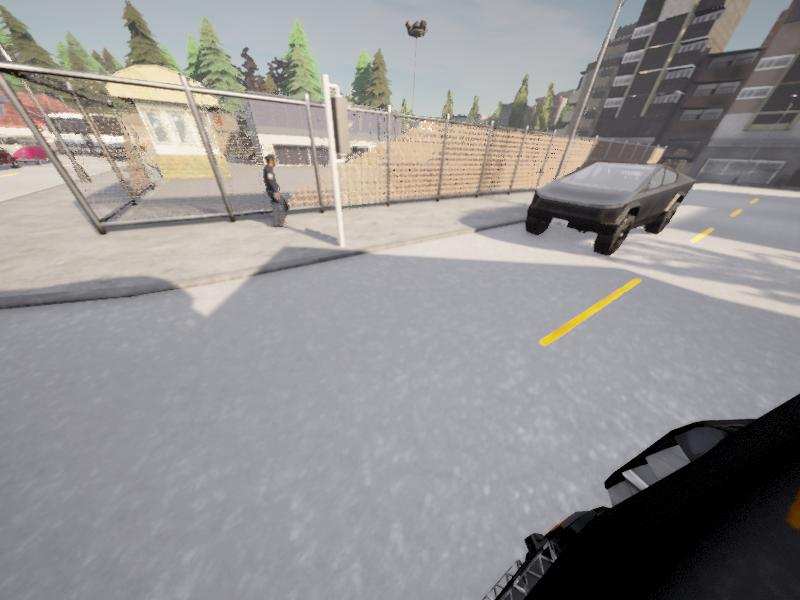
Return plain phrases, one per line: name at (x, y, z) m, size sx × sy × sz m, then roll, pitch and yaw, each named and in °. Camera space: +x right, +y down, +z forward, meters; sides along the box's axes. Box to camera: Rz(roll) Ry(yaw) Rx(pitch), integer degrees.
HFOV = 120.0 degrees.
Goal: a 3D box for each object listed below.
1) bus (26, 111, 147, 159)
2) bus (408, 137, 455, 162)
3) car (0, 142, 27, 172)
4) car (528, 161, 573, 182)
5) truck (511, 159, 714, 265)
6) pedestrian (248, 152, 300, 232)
bus at (-38.162, -20.212, 28.403) m, size 10.273 × 4.253 × 3.944 m, roll 12°, pitch 34°, yaw 14°
bus at (7.089, -34.045, 52.459) m, size 10.273 × 4.253 × 3.944 m, roll -20°, pitch 40°, yaw -31°
car at (-27.105, -9.213, 14.831) m, size 1.789 × 1.549 × 3.705 m, roll -18°, pitch 39°, yaw -29°
car at (14.670, -12.530, 22.518) m, size 3.705 × 1.547 × 1.789 m, roll -18°, pitch 39°, yaw -28°
truck at (6.804, -3.165, 7.361) m, size 6.274 × 2.098 × 2.390 m, roll -18°, pitch 38°, yaw -28°
pedestrian at (-3.410, -2.937, 6.323) m, size 0.751 × 1.860 × 0.751 m, roll -16°, pitch 38°, yaw -26°
